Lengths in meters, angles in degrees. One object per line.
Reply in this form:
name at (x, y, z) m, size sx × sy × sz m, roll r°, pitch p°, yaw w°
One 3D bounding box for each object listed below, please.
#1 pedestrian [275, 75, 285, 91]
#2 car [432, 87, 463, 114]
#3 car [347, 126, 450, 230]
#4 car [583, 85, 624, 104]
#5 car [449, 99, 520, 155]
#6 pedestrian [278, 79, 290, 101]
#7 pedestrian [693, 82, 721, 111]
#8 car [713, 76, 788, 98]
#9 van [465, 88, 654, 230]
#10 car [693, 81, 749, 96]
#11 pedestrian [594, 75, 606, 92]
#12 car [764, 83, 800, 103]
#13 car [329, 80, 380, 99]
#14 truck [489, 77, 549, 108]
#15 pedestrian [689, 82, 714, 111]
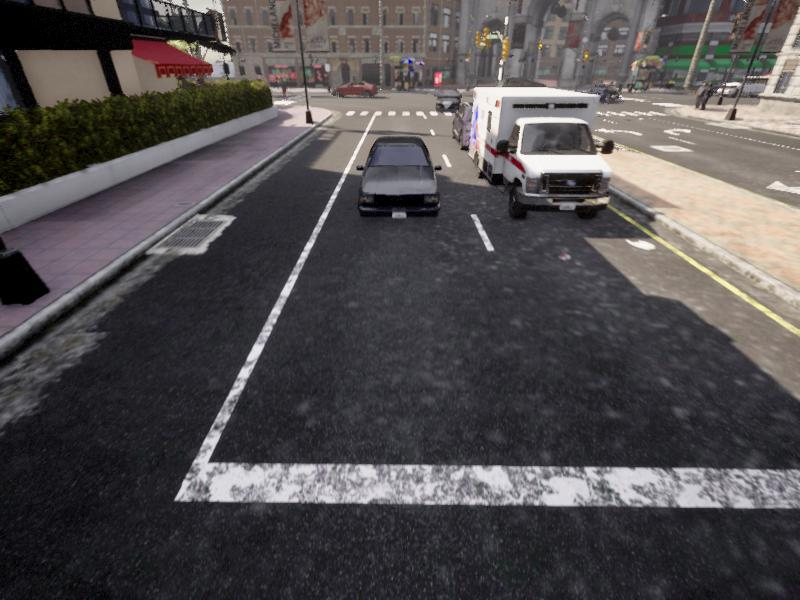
pedestrian at (-15.666, -28.329, 52.208) m, size 0.751 × 1.860 × 0.751 m, roll 8°, pitch 31°, yaw 14°
car at (3.740, -15.612, 31.175) m, size 2.128 × 1.511 × 4.902 m, roll 4°, pitch 31°, yaw 6°
car at (-0.023, -3.478, 10.558) m, size 2.033 × 1.411 × 5.357 m, roll 0°, pitch 30°, yaw 0°
car at (19.638, -19.841, 38.546) m, size 1.994 × 1.385 × 4.181 m, roll 26°, pitch 39°, yaw 37°
car at (3.470, -7.687, 17.519) m, size 2.033 × 1.649 × 4.856 m, roll 0°, pitch 30°, yaw 0°
pedestrian at (-11.552, -20.937, 39.879) m, size 0.751 × 1.860 × 0.751 m, roll 1°, pitch 30°, yaw 2°
pedestrian at (22.214, -14.725, 28.970) m, size 0.751 × 1.860 × 0.751 m, roll -5°, pitch 31°, yaw -8°
car at (38.087, -23.201, 43.621) m, size 5.566 × 2.045 × 2.150 m, roll 0°, pitch 30°, yaw 1°
van at (3.475, -4.158, 10.697) m, size 2.351 × 2.431 × 6.366 m, roll 0°, pitch 30°, yaw 0°
car at (37.472, -24.735, 46.838) m, size 4.674 × 1.442 × 1.812 m, roll 0°, pitch 30°, yaw 0°
pedestrian at (25.151, -27.249, 50.370) m, size 0.751 × 1.860 × 0.751 m, roll 4°, pitch 31°, yaw 7°
car at (38.007, -19.998, 38.583) m, size 3.988 × 1.617 × 1.851 m, roll -6°, pitch 31°, yaw -10°
car at (-4.888, -22.975, 43.648) m, size 5.027 × 1.651 × 2.152 m, roll 4°, pitch 31°, yaw 7°
truck at (10.386, -18.589, 35.686) m, size 2.390 × 2.098 × 6.274 m, roll -6°, pitch 31°, yaw -10°
pedestrian at (22.194, -15.032, 29.494) m, size 0.751 × 1.860 × 0.751 m, roll -20°, pitch 36°, yaw -31°
